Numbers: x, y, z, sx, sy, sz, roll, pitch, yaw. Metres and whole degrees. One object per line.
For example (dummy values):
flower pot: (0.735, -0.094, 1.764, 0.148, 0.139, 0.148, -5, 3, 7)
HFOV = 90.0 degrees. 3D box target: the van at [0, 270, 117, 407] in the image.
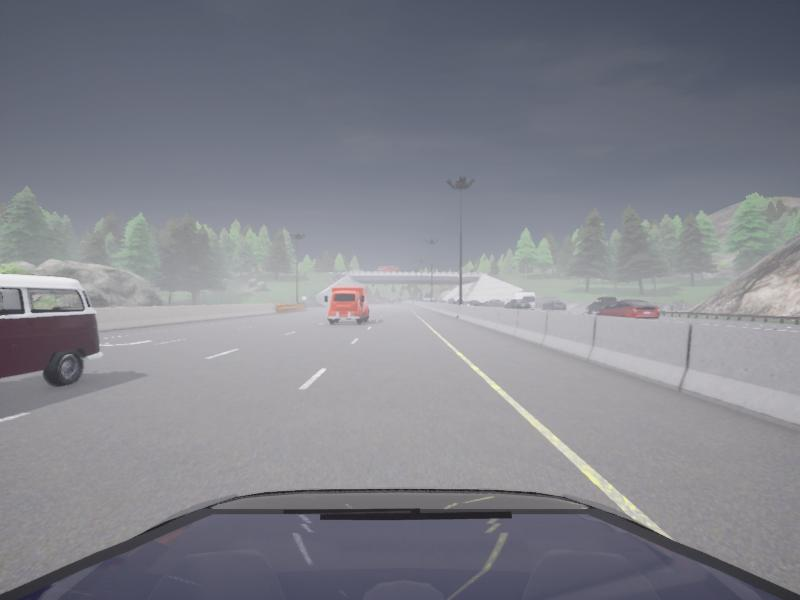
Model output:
van: (-6.969, 0.571, 6.128, 2.069, 2.038, 4.480, 0, 0, 0)

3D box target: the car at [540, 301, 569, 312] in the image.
car: (21.007, 0.837, 54.700, 2.128, 1.511, 4.902, 0, 0, 0)

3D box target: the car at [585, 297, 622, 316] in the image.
car: (21.005, 0.648, 41.422, 1.905, 1.878, 3.866, 0, 0, 0)

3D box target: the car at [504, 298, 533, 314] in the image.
car: (14.005, 0.696, 47.696, 2.097, 1.767, 4.553, 0, 0, 0)

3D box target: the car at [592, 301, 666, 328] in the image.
car: (13.995, 0.829, 24.777, 2.007, 1.525, 4.514, 0, 0, 0)

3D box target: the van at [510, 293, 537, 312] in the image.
van: (17.511, 0.323, 57.087, 1.988, 2.561, 5.915, 0, 0, 0)

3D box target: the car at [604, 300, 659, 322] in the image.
car: (17.507, 0.788, 30.491, 1.851, 1.617, 3.988, 0, 0, 0)

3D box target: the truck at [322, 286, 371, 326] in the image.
truck: (-3.495, 0.357, 27.346, 2.627, 2.467, 5.204, 0, 0, 0)
